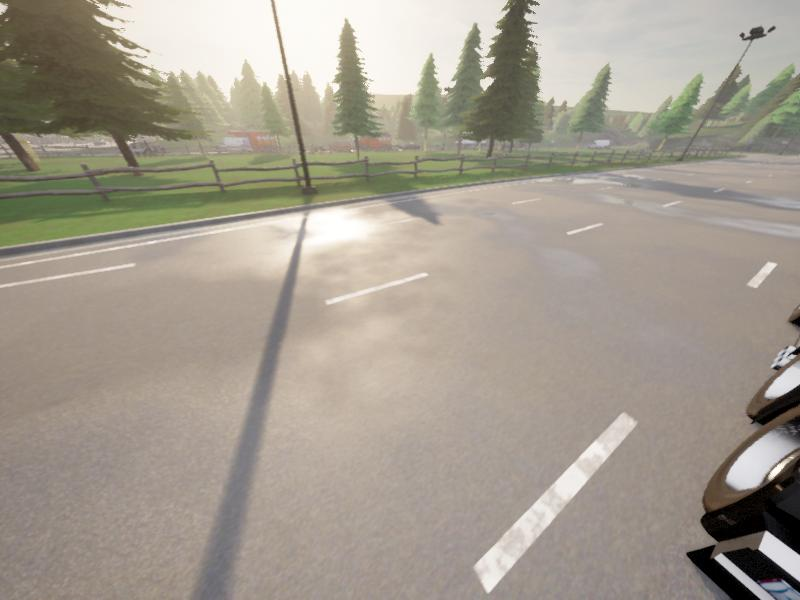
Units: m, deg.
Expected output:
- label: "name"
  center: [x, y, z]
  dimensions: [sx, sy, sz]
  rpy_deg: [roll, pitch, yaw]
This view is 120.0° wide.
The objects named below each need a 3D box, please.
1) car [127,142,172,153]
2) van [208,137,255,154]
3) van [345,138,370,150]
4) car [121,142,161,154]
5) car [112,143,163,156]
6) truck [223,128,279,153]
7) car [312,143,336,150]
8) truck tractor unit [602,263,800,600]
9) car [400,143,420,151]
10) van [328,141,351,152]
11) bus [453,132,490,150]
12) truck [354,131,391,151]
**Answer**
- label: "car"
  center: [-45.422, -27.782, 42.097]
  dimensions: [5.027, 1.651, 2.152]
  rpy_deg: [-18, 39, -24]
- label: "van"
  center: [-30.669, -28.256, 42.241]
  dimensions: [6.366, 2.431, 2.351]
  rpy_deg: [-18, 39, -24]
- label: "van"
  center: [-11.157, -41.497, 61.391]
  dimensions: [5.915, 2.561, 1.988]
  rpy_deg: [-18, 39, -24]
- label: "car"
  center: [-44.040, -25.923, 39.448]
  dimensions: [3.988, 1.617, 1.851]
  rpy_deg: [-18, 39, -24]
- label: "car"
  center: [-41.960, -24.296, 37.114]
  dimensions: [4.856, 1.649, 2.033]
  rpy_deg: [-18, 39, -24]
- label: "truck"
  center: [-29.286, -31.577, 45.812]
  dimensions: [8.468, 3.827, 2.891]
  rpy_deg: [-18, 39, -24]
- label: "car"
  center: [-19.036, -38.556, 57.935]
  dimensions: [4.974, 1.542, 2.038]
  rpy_deg: [-18, 39, -24]
- label: "truck tractor unit"
  center: [5.112, -0.296, 0.794]
  dimensions: [6.516, 4.208, 3.053]
  rpy_deg: [-18, 39, -24]
- label: "car"
  center: [2.515, -38.548, 58.239]
  dimensions: [4.892, 1.490, 1.837]
  rpy_deg: [-19, 39, -24]
- label: "van"
  center: [-13.216, -33.690, 50.643]
  dimensions: [4.442, 1.987, 1.775]
  rpy_deg: [-18, 39, -24]
- label: "bus"
  center: [21.578, -48.026, 69.689]
  dimensions: [10.273, 4.253, 3.944]
  rpy_deg: [-18, 39, -24]
- label: "truck"
  center: [-6.532, -38.894, 56.602]
  dimensions: [8.468, 3.827, 2.891]
  rpy_deg: [-18, 39, -24]
